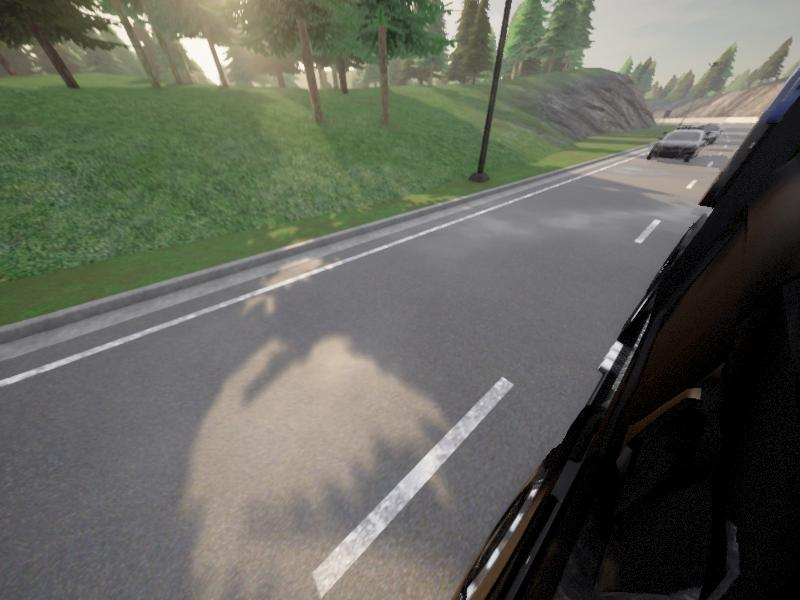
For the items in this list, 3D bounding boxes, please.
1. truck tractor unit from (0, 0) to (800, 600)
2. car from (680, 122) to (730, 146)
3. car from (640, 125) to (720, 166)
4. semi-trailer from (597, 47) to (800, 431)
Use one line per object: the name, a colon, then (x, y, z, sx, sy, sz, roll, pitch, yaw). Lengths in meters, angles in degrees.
truck tractor unit: (2.645, -0.295, 0.351, 6.516, 4.208, 3.053, -28, 44, -30)
car: (28.259, -15.412, 21.407, 4.974, 1.542, 2.038, -29, 45, -30)
car: (16.784, -9.357, 13.821, 5.238, 1.638, 1.930, -28, 45, -30)
semi-trailer: (8.761, -3.531, 4.213, 14.254, 4.402, 2.717, -27, 44, -30)
